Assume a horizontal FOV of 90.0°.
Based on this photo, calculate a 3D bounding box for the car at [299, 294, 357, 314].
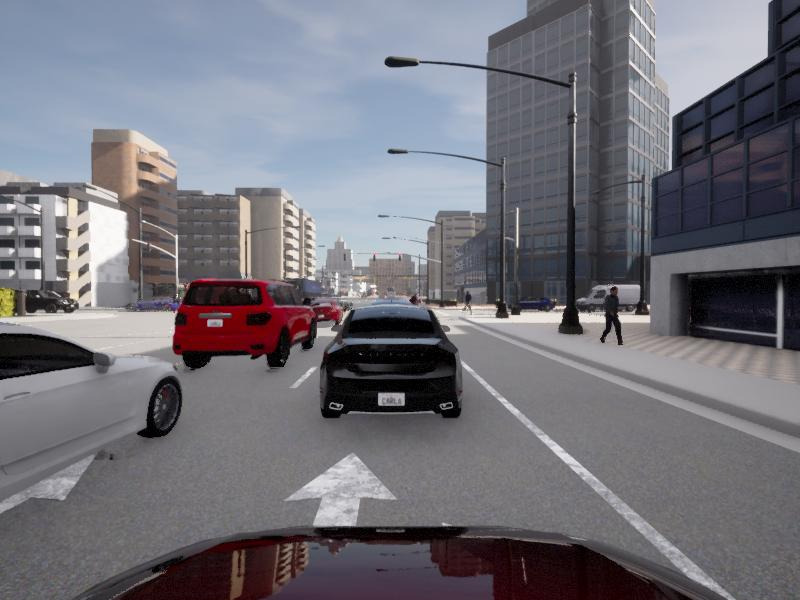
[{"bbox_3d":[-6.586,0.342,36.199,5.238,1.638,1.930,1,2,33],"label":"car"}]

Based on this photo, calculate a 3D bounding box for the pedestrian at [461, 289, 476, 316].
[{"bbox_3d":[4.863,0.181,28.544,0.751,1.860,0.751,-1,1,-37],"label":"pedestrian"}]

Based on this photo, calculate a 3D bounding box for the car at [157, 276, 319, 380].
[{"bbox_3d":[-3.741,0.513,10.666,2.150,2.045,5.566,0,1,-1],"label":"car"}]

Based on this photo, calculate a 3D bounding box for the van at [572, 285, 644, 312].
[{"bbox_3d":[19.906,-0.155,38.479,5.915,2.561,1.988,0,1,-1],"label":"van"}]

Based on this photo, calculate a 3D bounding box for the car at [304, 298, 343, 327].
[{"bbox_3d":[-4.322,0.651,23.224,1.812,1.442,4.674,0,1,-5],"label":"car"}]

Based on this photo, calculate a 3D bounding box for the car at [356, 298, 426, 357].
[{"bbox_3d":[-0.289,0.737,13.310,1.882,1.535,5.008,0,1,-1],"label":"car"}]

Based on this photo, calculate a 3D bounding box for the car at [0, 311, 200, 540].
[{"bbox_3d":[-3.568,0.868,3.075,1.812,1.442,4.674,0,0,-1],"label":"car"}]

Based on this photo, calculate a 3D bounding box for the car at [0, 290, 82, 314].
[{"bbox_3d":[-30.852,0.145,34.241,5.566,2.045,2.150,0,1,-1],"label":"car"}]

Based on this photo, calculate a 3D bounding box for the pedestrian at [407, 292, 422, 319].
[{"bbox_3d":[1.024,0.342,27.870,0.751,1.860,0.751,-1,1,-38],"label":"pedestrian"}]

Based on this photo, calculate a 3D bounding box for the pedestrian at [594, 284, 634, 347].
[{"bbox_3d":[6.525,0.440,12.238,0.751,1.860,0.751,0,1,-15],"label":"pedestrian"}]

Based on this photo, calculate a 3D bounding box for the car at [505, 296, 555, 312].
[{"bbox_3d":[12.427,0.376,38.379,4.193,1.474,1.816,0,1,-1],"label":"car"}]

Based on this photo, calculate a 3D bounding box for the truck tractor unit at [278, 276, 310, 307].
[{"bbox_3d":[-15.294,-1.176,58.162,3.053,4.208,6.516,0,0,-1],"label":"truck tractor unit"}]

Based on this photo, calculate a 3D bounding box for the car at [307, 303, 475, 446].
[{"bbox_3d":[-0.149,0.835,6.827,1.837,1.490,4.892,0,0,-1],"label":"car"}]

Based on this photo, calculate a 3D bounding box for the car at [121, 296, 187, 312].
[{"bbox_3d":[-23.119,0.369,37.778,4.792,1.488,2.163,0,1,-5],"label":"car"}]

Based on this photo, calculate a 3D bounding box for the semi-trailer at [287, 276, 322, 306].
[{"bbox_3d":[-15.503,-1.304,66.072,2.717,4.402,14.254,0,0,-2],"label":"semi-trailer"}]
